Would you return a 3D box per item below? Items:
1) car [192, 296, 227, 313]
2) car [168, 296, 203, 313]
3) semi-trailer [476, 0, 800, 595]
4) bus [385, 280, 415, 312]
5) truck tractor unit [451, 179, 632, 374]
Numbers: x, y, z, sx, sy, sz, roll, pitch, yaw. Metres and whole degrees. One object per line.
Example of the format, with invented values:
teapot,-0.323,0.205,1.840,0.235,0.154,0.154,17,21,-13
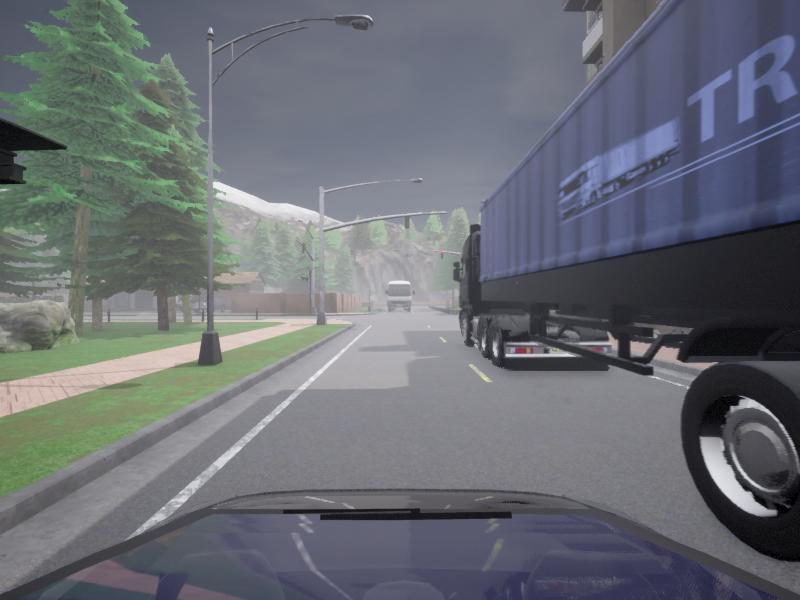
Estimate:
car,-21.587,0.503,45.523,1.932,1.855,4.605,0,0,-1
car,-24.091,0.505,45.073,1.905,1.878,3.866,0,0,-1
semi-trailer,3.494,-0.620,3.987,2.717,4.402,14.254,0,0,0
bus,0.035,-0.534,57.845,3.944,4.253,10.273,0,0,0
truck tractor unit,3.475,-0.518,11.905,3.053,4.208,6.516,0,0,0
